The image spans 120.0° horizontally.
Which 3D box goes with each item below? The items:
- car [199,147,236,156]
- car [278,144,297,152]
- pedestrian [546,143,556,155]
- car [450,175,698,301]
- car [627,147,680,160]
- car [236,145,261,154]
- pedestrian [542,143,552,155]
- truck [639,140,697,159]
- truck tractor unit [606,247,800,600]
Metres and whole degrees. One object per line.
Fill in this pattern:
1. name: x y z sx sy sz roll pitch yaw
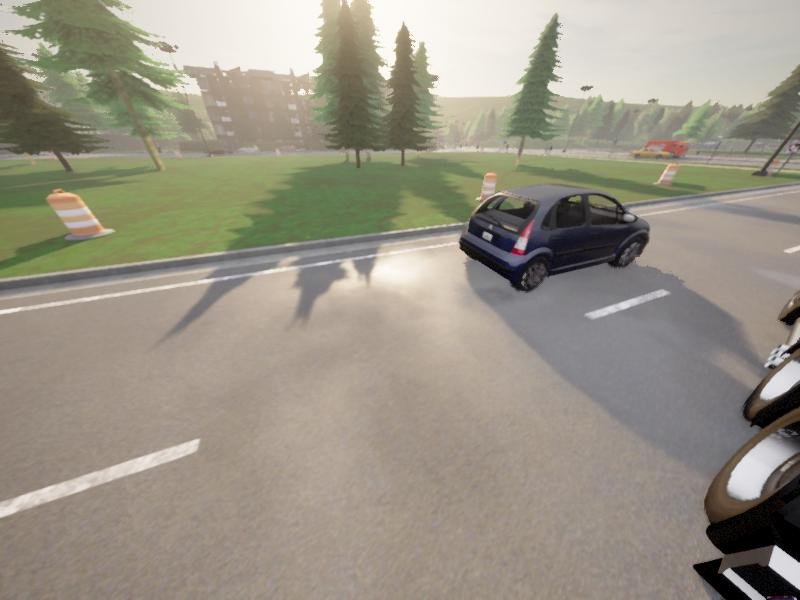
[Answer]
1. car: -32.645 -26.777 41.529 4.718 1.301 1.895 -12 37 -17
2. car: -25.812 -34.752 52.910 3.633 1.501 1.845 -12 37 -17
3. pedestrian: 26.965 -26.968 41.301 0.751 1.860 0.751 -9 36 -12
4. car: 3.367 -1.540 4.879 3.988 1.617 1.851 -12 37 -17
5. car: 40.612 -23.754 37.271 1.801 1.575 5.366 -12 36 -17
6. car: -29.701 -29.645 45.491 3.633 1.501 1.845 -12 37 -17
7. pedestrian: 26.743 -27.500 42.070 0.751 1.860 0.751 -9 36 -13
8. truck: 43.881 -24.824 38.055 2.627 2.467 5.204 -12 36 -17
9. truck tractor unit: 5.076 -0.334 0.831 6.516 4.208 3.053 -19 39 -25
